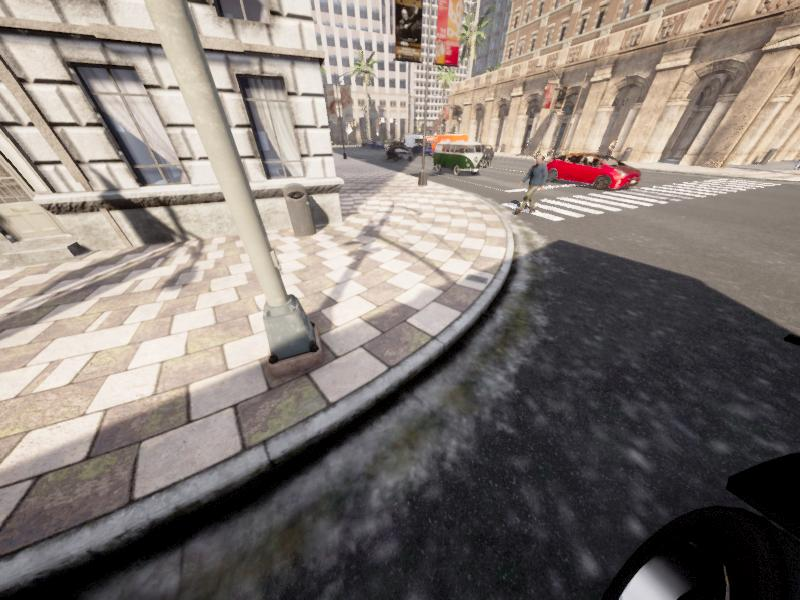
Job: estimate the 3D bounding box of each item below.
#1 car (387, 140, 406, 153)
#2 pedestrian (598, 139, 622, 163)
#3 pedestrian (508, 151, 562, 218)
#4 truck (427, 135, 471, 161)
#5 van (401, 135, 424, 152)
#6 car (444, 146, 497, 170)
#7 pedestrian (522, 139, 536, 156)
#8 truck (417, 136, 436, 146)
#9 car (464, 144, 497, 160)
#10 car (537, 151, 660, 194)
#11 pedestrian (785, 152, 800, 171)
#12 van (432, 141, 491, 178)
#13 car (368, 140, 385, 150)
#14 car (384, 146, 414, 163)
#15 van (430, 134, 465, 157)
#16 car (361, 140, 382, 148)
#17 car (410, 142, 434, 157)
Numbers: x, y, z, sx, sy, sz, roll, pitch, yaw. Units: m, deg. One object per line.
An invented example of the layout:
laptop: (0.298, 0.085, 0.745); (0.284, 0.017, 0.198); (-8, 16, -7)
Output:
car: (-0.683, -27.943, 41.943); (1.932, 1.855, 4.605); (-13, 37, -18)
pedestrian: (20.144, -14.323, 22.185); (0.751, 1.860, 0.751); (-9, 36, -13)
pedestrian: (4.394, -3.820, 7.648); (0.751, 1.860, 0.751); (-12, 37, -16)
truck: (5.868, -18.921, 28.581); (2.627, 2.467, 5.204); (-13, 37, -18)
van: (2.154, -29.563, 43.644); (1.988, 2.561, 5.915); (-13, 37, -18)
car: (6.126, -12.876, 20.847); (1.837, 1.490, 4.892); (-14, 37, -18)
pedestrian: (16.749, -19.839, 30.034); (0.751, 1.860, 0.751); (-8, 36, -10)
truck: (8.303, -49.521, 71.988); (5.204, 2.467, 2.627); (-13, 37, -18)
car: (9.830, -18.304, 28.495); (1.845, 1.501, 3.633); (-13, 37, -18)
car: (10.326, -7.106, 12.604); (2.007, 1.525, 4.514); (-14, 37, -18)
pedestrian: (28.658, -10.150, 16.205); (0.751, 1.860, 0.751); (-13, 37, -17)
van: (4.257, -10.412, 16.938); (1.775, 1.987, 4.442); (-14, 37, -18)
car: (-5.115, -33.936, 50.546); (2.097, 1.767, 4.553); (-15, 38, -20)
car: (-0.212, -16.408, 25.946); (1.812, 1.442, 4.674); (-13, 37, -17)
van: (6.825, -22.952, 34.236); (1.988, 2.561, 5.915); (-13, 37, -18)
car: (-7.505, -41.118, 60.890); (5.238, 1.638, 1.930); (-13, 37, -18)
car: (3.172, -22.382, 34.260); (1.851, 1.617, 3.988); (-13, 37, -18)
